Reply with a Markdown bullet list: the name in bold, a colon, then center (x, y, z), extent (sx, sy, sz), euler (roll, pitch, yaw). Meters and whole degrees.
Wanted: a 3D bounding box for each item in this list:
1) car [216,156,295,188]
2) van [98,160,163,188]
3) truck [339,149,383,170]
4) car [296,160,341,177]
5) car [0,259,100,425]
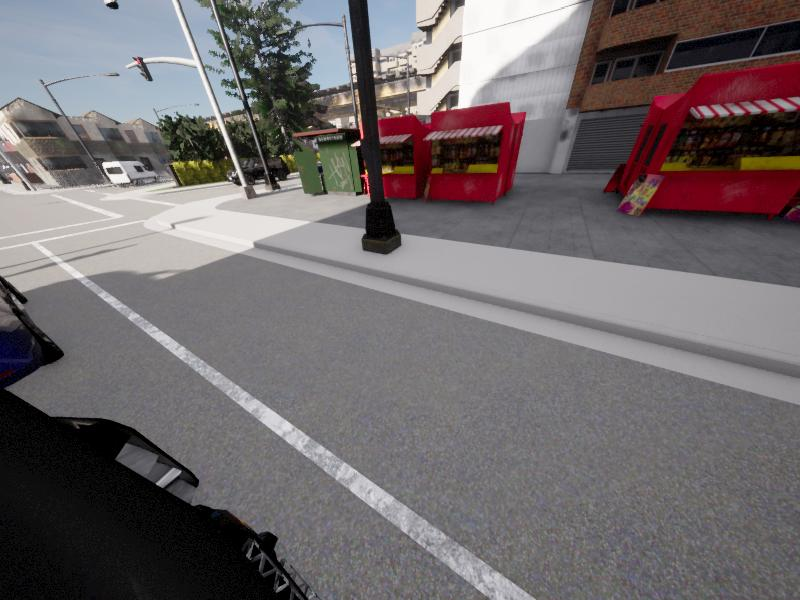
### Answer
- **car**: center (-13.019, -11.960, 21.369), extent (2.150, 2.045, 5.566), euler (15, 38, 27)
- **van**: center (-33.627, -16.024, 29.200), extent (1.988, 2.561, 5.915), euler (-11, 34, -11)
- **truck**: center (-5.277, -19.615, 32.247), extent (2.390, 2.098, 6.274), euler (15, 38, 27)
- **car**: center (-9.320, -15.286, 26.770), extent (1.895, 1.301, 4.718), euler (15, 38, 27)
- **car**: center (-6.376, 0.267, 2.730), extent (4.792, 1.488, 2.163), euler (15, 38, 26)
